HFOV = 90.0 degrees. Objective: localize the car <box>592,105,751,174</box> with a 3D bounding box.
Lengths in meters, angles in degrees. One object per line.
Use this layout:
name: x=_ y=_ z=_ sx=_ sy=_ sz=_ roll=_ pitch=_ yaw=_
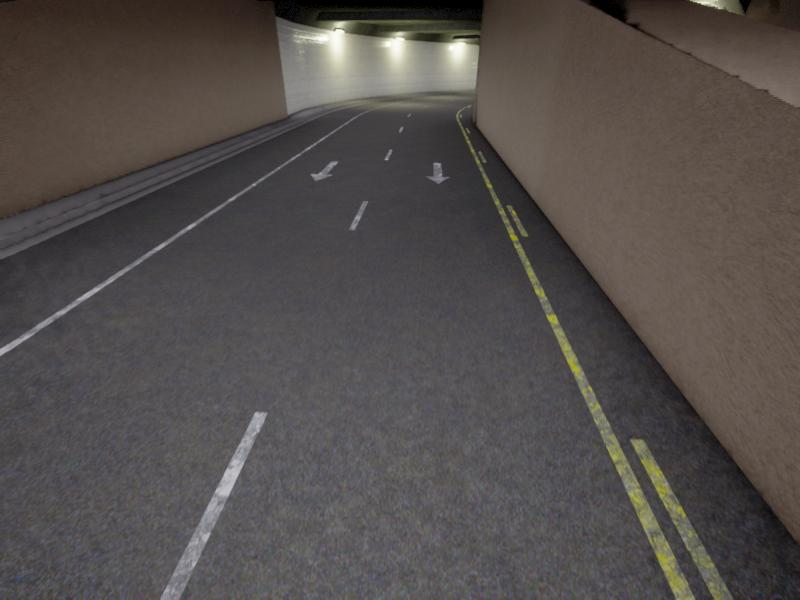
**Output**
car: x=9.683 y=-6.161 z=14.996 sx=2.152 sy=1.651 sz=5.027 roll=-2 pitch=30 yaw=-4
